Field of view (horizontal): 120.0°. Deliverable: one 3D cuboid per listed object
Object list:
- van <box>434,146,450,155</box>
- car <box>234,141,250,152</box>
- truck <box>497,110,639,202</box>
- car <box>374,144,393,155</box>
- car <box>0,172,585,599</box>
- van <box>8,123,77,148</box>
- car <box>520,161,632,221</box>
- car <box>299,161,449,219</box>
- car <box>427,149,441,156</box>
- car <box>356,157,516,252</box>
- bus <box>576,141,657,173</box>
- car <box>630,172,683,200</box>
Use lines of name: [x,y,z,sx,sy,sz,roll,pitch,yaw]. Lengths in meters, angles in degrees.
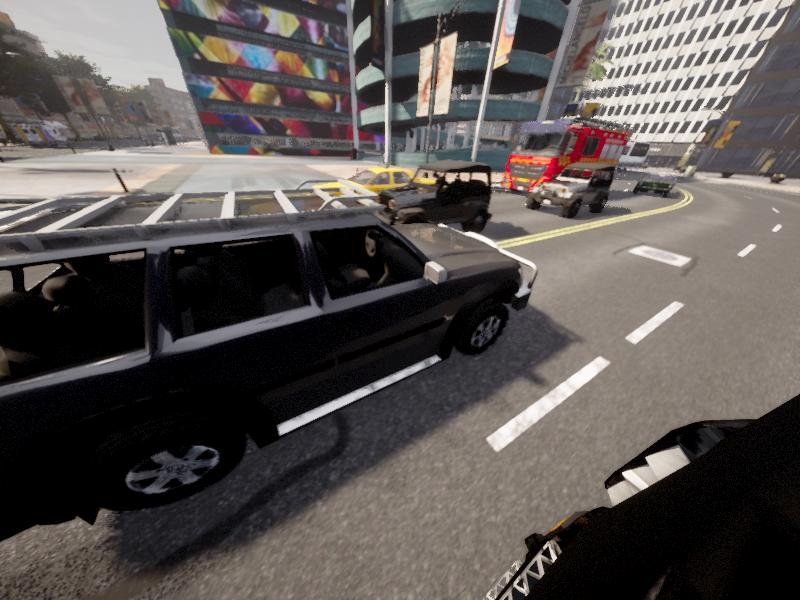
van: [14.887,-53.484,82.713,1.988,2.561,5.915,-16,38,-26]
car: [-29.875,-29.078,43.672,2.161,1.482,4.786,-16,38,-26]
truck: [10.397,-8.734,14.323,8.468,3.827,2.891,-19,39,-29]
car: [-4.108,-37.148,56.984,2.435,2.045,5.566,-16,38,-26]
car: [-0.737,-0.154,2.410,4.605,1.855,1.932,-16,38,-26]
van: [-48.072,-22.224,31.372,2.351,2.431,6.366,-16,38,-26]
car: [7.561,-4.843,10.033,3.866,1.878,1.905,-17,38,-26]
car: [-0.853,-4.501,9.171,5.366,1.575,1.801,-16,38,-26]
car: [12.007,-51.923,81.282,2.152,1.651,5.027,-16,38,-26]
car: [0.985,-2.916,6.659,3.866,1.878,1.905,-17,38,-27]
bus: [37.930,-25.753,41.462,3.944,4.253,10.273,1,34,-4]
car: [18.320,-8.243,16.462,4.718,1.301,1.895,-26,43,-35]
